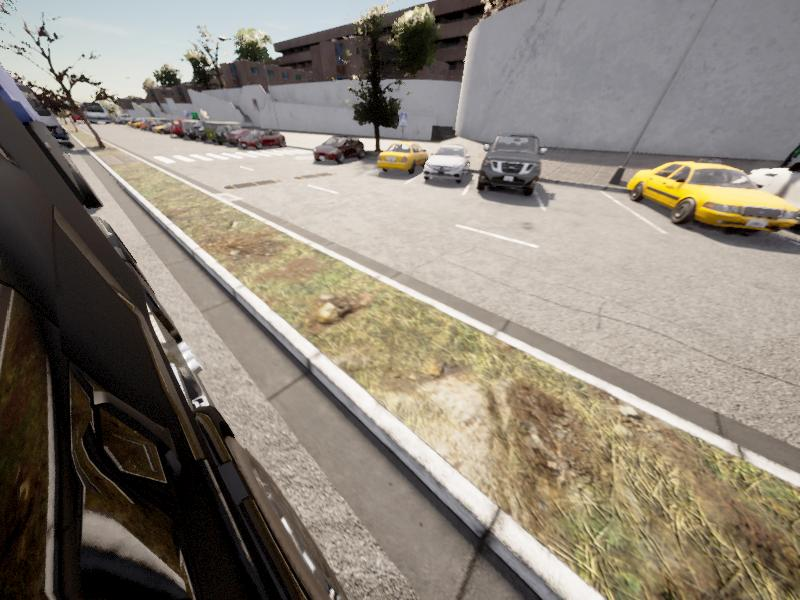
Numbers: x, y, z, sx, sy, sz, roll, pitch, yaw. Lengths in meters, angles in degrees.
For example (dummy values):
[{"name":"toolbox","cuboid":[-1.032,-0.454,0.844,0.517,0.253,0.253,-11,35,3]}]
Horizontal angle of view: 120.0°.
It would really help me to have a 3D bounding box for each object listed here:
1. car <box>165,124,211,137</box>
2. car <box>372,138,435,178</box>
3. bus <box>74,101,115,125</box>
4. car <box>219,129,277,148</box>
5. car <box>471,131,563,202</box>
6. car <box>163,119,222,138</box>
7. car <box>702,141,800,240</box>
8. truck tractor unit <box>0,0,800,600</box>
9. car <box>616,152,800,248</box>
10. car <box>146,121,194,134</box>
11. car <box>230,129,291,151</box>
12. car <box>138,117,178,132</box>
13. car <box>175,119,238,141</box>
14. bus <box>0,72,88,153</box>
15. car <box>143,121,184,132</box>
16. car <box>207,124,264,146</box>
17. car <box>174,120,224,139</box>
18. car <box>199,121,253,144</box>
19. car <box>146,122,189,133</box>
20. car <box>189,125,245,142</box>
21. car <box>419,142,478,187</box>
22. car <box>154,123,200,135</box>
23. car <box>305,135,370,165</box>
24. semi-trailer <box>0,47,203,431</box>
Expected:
[{"name":"car","cuboid":[-31.626,-25.432,34.672,2.002,1.452,4.674,14,38,15]},{"name":"car","cuboid":[0.435,-8.602,13.726,1.946,1.575,5.366,14,38,15]},{"name":"bus","cuboid":[-75.083,-45.952,56.721,10.273,4.253,3.944,28,45,30]},{"name":"car","cuboid":[-15.678,-16.970,24.176,2.002,1.452,4.674,14,38,15]},{"name":"car","cuboid":[4.969,-6.257,10.384,2.435,2.045,5.566,14,38,15]},{"name":"car","cuboid":[-29.328,-24.471,33.026,2.435,2.045,5.566,14,38,15]},{"name":"car","cuboid":[11.862,-2.692,5.864,2.435,2.045,5.566,13,38,15]},{"name":"truck tractor unit","cuboid":[-2.645,-0.295,0.352,6.516,4.208,3.053,28,44,30]},{"name":"car","cuboid":[9.492,-3.572,7.374,1.946,1.575,5.366,14,38,15]},{"name":"car","cuboid":[-38.517,-29.019,38.985,1.946,1.575,5.366,14,38,15]},{"name":"car","cuboid":[-13.386,-15.747,22.639,2.163,1.488,4.792,14,38,15]},{"name":"car","cuboid":[-45.318,-32.921,43.355,1.878,1.987,4.442,15,39,14]},{"name":"car","cuboid":[-24.781,-22.019,29.980,2.435,2.045,5.566,14,38,15]},{"name":"bus","cuboid":[-29.547,-14.594,18.163,10.273,4.253,3.944,28,44,30]},{"name":"car","cuboid":[-43.023,-31.544,42.123,2.002,1.452,4.674,14,38,15]},{"name":"car","cuboid":[-17.958,-18.295,25.555,2.185,1.767,4.553,14,38,15]},{"name":"car","cuboid":[-27.091,-23.158,31.428,1.878,1.987,4.442,14,38,15]},{"name":"car","cuboid":[-20.184,-19.665,27.108,1.878,1.987,4.442,14,38,15]},{"name":"car","cuboid":[-40.734,-30.339,40.660,2.163,1.488,4.792,14,38,15]},{"name":"car","cuboid":[-22.510,-20.623,28.650,2.231,1.521,4.892,14,38,15]},{"name":"car","cuboid":[2.674,-7.255,12.098,2.002,1.452,4.674,14,38,15]},{"name":"car","cuboid":[-36.190,-27.858,37.634,2.163,1.488,4.792,14,38,15]},{"name":"car","cuboid":[-4.217,-10.886,16.602,2.163,1.488,4.792,14,38,15]},{"name":"semi-trailer","cuboid":[-8.754,-3.517,4.244,14.254,4.402,2.717,27,44,30]}]
